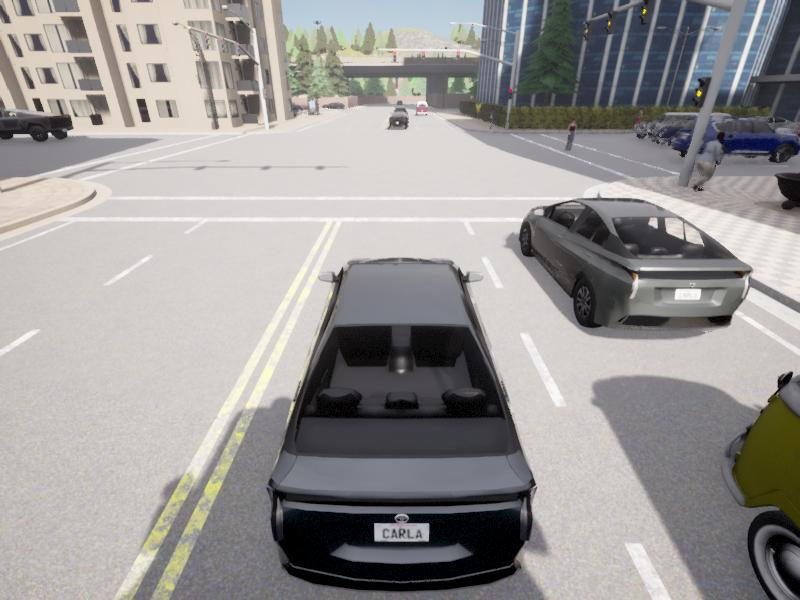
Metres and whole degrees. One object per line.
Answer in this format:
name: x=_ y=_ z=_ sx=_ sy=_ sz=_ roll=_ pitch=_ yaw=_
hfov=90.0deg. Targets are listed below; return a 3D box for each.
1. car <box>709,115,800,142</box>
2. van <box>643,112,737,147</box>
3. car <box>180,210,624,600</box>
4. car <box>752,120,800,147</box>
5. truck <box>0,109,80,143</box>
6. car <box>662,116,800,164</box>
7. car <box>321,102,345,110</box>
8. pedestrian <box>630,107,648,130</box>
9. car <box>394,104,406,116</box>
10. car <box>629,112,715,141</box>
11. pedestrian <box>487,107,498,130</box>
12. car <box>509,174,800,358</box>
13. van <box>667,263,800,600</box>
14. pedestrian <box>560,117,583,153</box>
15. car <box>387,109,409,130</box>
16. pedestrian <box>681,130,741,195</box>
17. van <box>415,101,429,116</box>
car: x=26.410 y=-12.727 z=29.633 sx=5.027 sy=1.651 sz=2.152 roll=0 pitch=27 yaw=-1
van: x=18.977 y=-11.255 z=26.367 sx=4.442 sy=1.987 sz=1.775 roll=0 pitch=27 yaw=0
car: x=0.009 y=0.402 z=4.166 sx=2.007 sy=1.525 sz=4.514 roll=0 pitch=27 yaw=0
car: x=26.461 y=-11.063 z=26.553 sx=4.193 sy=1.474 sz=1.816 roll=0 pitch=27 yaw=-1
truck: x=-27.517 y=-12.649 z=28.957 sx=6.274 sy=2.098 sz=2.390 roll=0 pitch=27 yaw=-1
car: x=16.883 y=-8.074 z=20.105 sx=5.566 sy=2.045 sz=2.150 roll=0 pitch=27 yaw=-1
car: x=-14.448 y=-41.868 z=86.395 sx=4.892 sy=1.490 sz=1.837 roll=0 pitch=27 yaw=0
pedestrian: x=21.478 y=-16.298 z=35.940 sx=0.751 sy=1.860 sz=0.751 roll=0 pitch=27 yaw=0
car: x=-0.005 y=-30.453 z=64.135 sx=1.930 sy=1.638 sz=5.238 roll=0 pitch=27 yaw=0
car: x=19.961 y=-12.811 z=29.515 sx=4.605 sy=1.855 sz=1.932 roll=0 pitch=27 yaw=-1
pedestrian: x=8.427 y=-16.547 z=36.424 sx=0.751 sy=1.860 sz=0.751 roll=9 pitch=29 yaw=17
car: x=3.509 y=-0.957 z=6.814 sx=2.007 sy=1.525 sz=4.514 roll=0 pitch=27 yaw=0
van: x=3.189 y=1.669 z=1.195 sx=1.775 sy=1.987 sz=4.442 roll=2 pitch=27 yaw=3
pedestrian: x=9.868 y=-9.518 z=23.068 sx=0.751 sy=1.860 sz=0.751 roll=5 pitch=28 yaw=10
car: x=-0.139 y=-18.487 z=40.828 sx=1.930 sy=1.638 sz=5.238 roll=1 pitch=27 yaw=2
pedestrian: x=9.827 y=-4.380 z=12.727 sx=0.751 sy=1.860 sz=0.751 roll=1 pitch=27 yaw=2
van: x=3.482 y=-30.774 z=64.328 sx=2.069 sy=2.038 sz=4.480 roll=0 pitch=27 yaw=0
